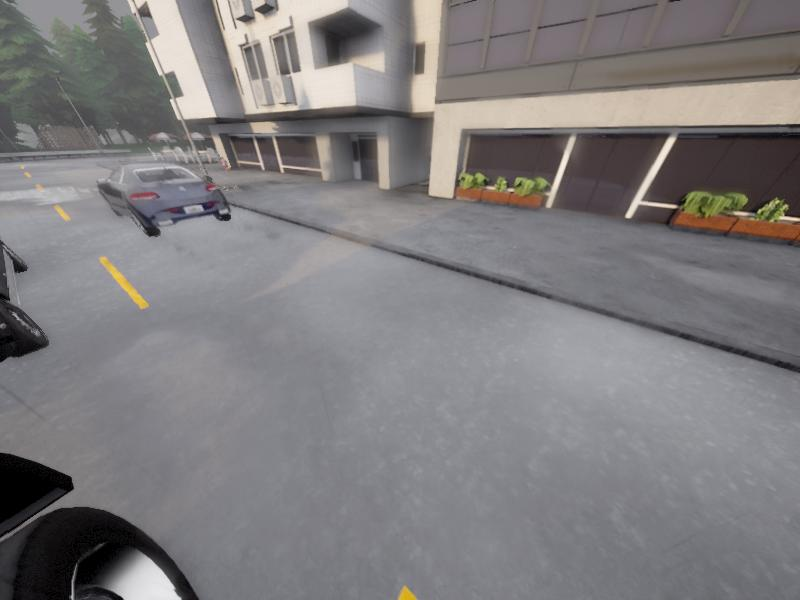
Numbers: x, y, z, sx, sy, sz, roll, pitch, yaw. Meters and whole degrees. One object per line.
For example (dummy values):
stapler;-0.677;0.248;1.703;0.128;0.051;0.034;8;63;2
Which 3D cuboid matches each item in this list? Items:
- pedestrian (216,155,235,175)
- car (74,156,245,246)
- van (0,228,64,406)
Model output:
pedestrian;-11.757;-9.102;15.574;0.500;1.100;0.500;24;41;29
car;-7.560;-3.390;7.266;5.027;1.651;2.152;22;41;28
van;-6.842;-0.663;2.610;5.915;2.561;1.988;22;40;28
